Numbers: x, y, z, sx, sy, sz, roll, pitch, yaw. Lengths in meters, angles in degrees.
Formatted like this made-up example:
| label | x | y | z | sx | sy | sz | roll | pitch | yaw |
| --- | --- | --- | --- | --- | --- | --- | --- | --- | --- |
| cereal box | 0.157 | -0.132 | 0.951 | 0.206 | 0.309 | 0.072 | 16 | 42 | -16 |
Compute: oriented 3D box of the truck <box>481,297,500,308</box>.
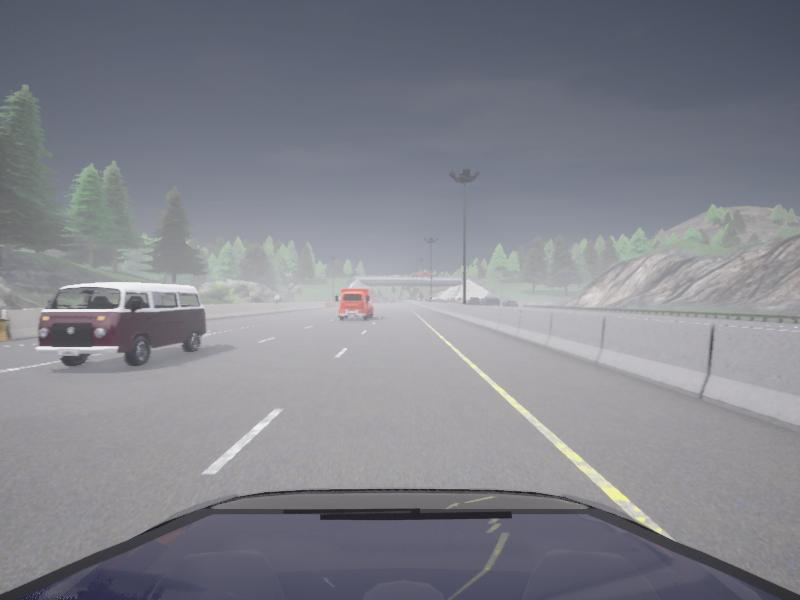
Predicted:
| label | x | y | z | sx | sy | sz | roll | pitch | yaw |
| --- | --- | --- | --- | --- | --- | --- | --- | --- | --- |
| truck | 17.512 | 0.446 | 77.701 | 2.390 | 2.098 | 6.274 | 0 | 0 | 0 |

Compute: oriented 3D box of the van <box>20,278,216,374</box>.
| label | x | y | z | sx | sy | sz | roll | pitch | yaw |
| --- | --- | --- | --- | --- | --- | --- | --- | --- | --- |
| van | -6.996 | 0.559 | 10.690 | 2.069 | 2.038 | 4.480 | 0 | 0 | 0 |

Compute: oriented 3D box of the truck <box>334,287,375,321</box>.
| label | x | y | z | sx | sy | sz | roll | pitch | yaw |
| --- | --- | --- | --- | --- | --- | --- | --- | --- | --- |
| truck | -3.492 | 0.317 | 31.609 | 2.627 | 2.467 | 5.204 | 0 | 0 | 0 |

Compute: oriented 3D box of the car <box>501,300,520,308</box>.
| label | x | y | z | sx | sy | sz | roll | pitch | yaw |
| --- | --- | --- | --- | --- | --- | --- | --- | --- | --- |
| car | 21.012 | 0.775 | 76.335 | 2.128 | 1.511 | 4.902 | 0 | 0 | 0 |

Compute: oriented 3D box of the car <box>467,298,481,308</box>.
| label | x | y | z | sx | sy | sz | roll | pitch | yaw |
| --- | --- | --- | --- | --- | --- | --- | --- | --- | --- |
| car | 14.013 | 0.561 | 75.912 | 1.905 | 1.878 | 3.866 | 0 | 0 | 0 |
